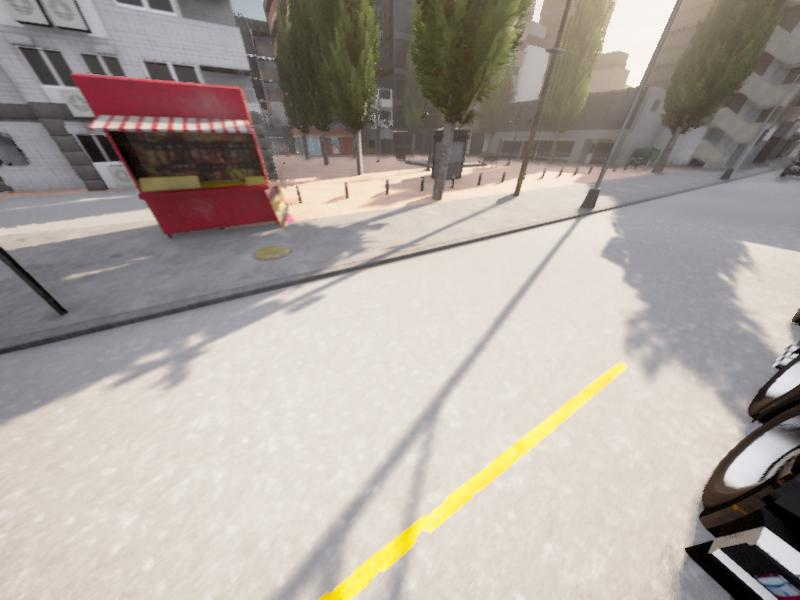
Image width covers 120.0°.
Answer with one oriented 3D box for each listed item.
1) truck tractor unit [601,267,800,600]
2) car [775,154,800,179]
[{"bbox_3d":[5.120,-0.292,0.775,6.516,4.208,3.053,-18,39,-24],"label":"truck tractor unit"},{"bbox_3d":[31.574,-10.256,17.691,4.514,1.525,2.007,-18,39,-24],"label":"car"}]
